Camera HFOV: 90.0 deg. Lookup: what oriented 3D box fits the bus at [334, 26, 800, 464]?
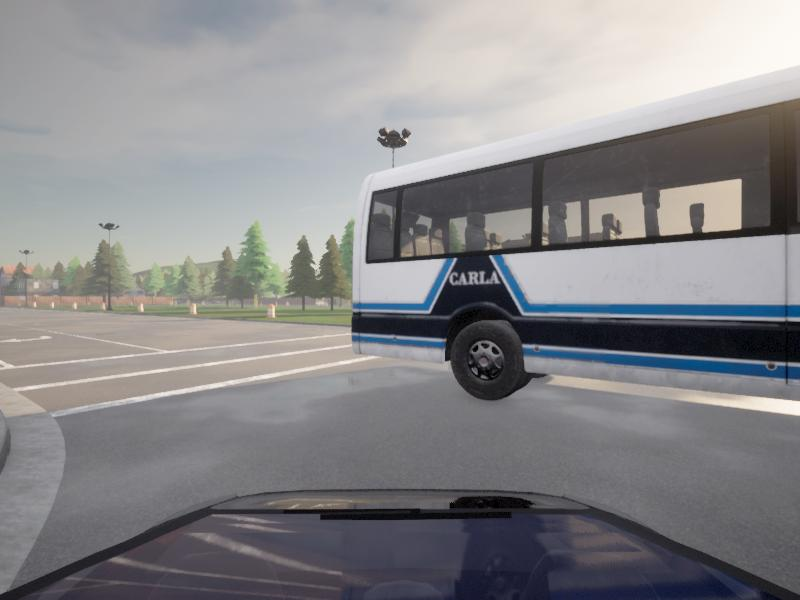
[{"bbox_3d":[4.015,-0.534,6.262,10.273,4.253,3.944,0,0,37],"label":"bus"}]
